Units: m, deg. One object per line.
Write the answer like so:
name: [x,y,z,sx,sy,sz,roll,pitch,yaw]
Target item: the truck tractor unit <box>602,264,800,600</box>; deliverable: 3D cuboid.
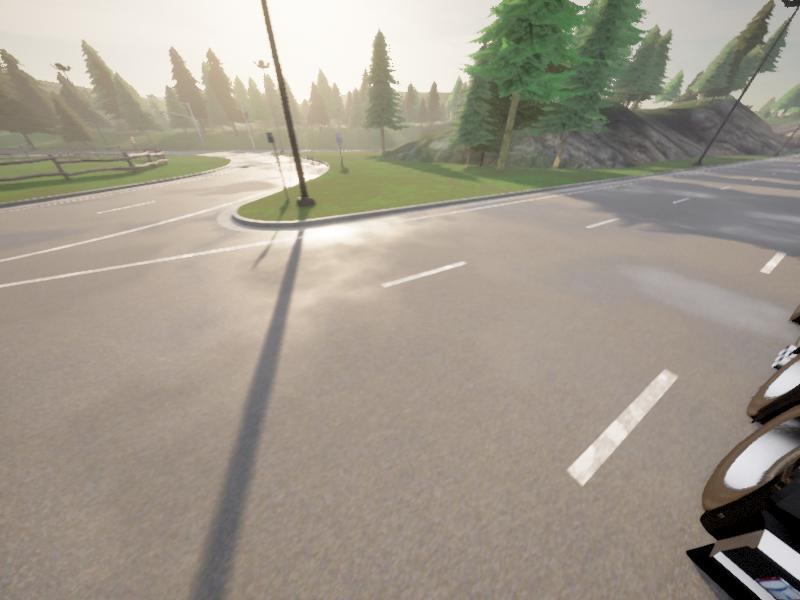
truck tractor unit: [5.113,-0.297,0.786,6.516,4.208,3.053,-18,39,-24]
